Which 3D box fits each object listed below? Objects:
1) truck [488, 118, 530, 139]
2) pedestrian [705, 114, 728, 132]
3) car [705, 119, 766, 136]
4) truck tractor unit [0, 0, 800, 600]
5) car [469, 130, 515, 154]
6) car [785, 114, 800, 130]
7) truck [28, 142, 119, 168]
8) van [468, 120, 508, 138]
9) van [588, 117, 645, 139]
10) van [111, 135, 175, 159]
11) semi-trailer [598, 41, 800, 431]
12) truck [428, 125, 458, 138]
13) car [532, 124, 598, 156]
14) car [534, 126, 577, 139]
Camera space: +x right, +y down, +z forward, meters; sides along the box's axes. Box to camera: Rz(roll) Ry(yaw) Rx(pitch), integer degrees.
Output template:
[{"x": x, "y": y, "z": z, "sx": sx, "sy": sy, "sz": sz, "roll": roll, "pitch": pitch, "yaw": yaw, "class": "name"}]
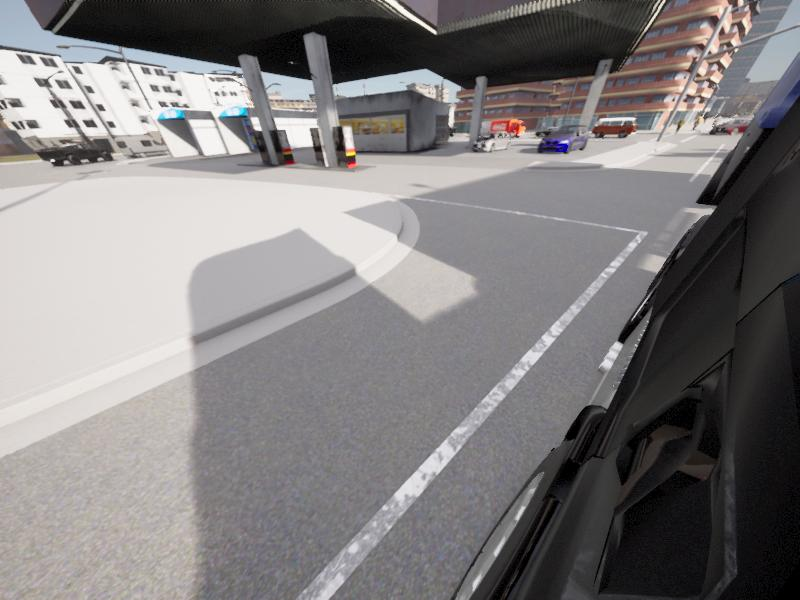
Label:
[{"x": 17.549, "y": -27.810, "z": 37.573, "sx": 2.627, "sy": 2.467, "sz": 5.204, "roll": -29, "pitch": 44, "yaw": -30, "class": "truck"}, {"x": 41.880, "y": -23.424, "z": 30.629, "sx": 0.751, "sy": 1.860, "sz": 0.751, "roll": 2, "pitch": 37, "yaw": 6, "class": "pedestrian"}, {"x": 38.241, "y": -19.754, "z": 26.416, "sx": 4.181, "sy": 1.385, "sz": 1.994, "roll": -9, "pitch": 37, "yaw": -9, "class": "car"}, {"x": 2.645, "y": -0.295, "z": 0.351, "sx": 6.516, "sy": 4.208, "sz": 3.053, "roll": -28, "pitch": 44, "yaw": -30, "class": "truck tractor unit"}, {"x": 8.358, "y": -14.387, "z": 20.988, "sx": 3.806, "sy": 1.475, "sz": 1.970, "roll": -28, "pitch": 44, "yaw": -30, "class": "car"}, {"x": 51.461, "y": -22.566, "z": 29.226, "sx": 4.792, "sy": 1.488, "sz": 2.163, "roll": -28, "pitch": 44, "yaw": -30, "class": "car"}, {"x": -38.702, "y": -17.559, "z": 27.807, "sx": 2.390, "sy": 2.098, "sz": 6.274, "roll": -5, "pitch": 37, "yaw": -3, "class": "truck"}, {"x": 16.231, "y": -31.865, "z": 43.104, "sx": 2.351, "sy": 2.431, "sz": 6.366, "roll": -29, "pitch": 44, "yaw": -30, "class": "van"}, {"x": 26.850, "y": -21.466, "z": 28.869, "sx": 2.069, "sy": 2.038, "sz": 4.480, "roll": -29, "pitch": 44, "yaw": -31, "class": "van"}, {"x": -37.802, "y": -22.761, "z": 34.324, "sx": 1.988, "sy": 2.561, "sz": 5.915, "roll": 5, "pitch": 37, "yaw": 10, "class": "van"}, {"x": 8.688, "y": -3.617, "z": 4.230, "sx": 14.254, "sy": 4.402, "sz": 2.717, "roll": -28, "pitch": 44, "yaw": -30, "class": "semi-trailer"}, {"x": 9.111, "y": -36.433, "z": 49.930, "sx": 2.390, "sy": 2.098, "sz": 6.274, "roll": -29, "pitch": 44, "yaw": -30, "class": "truck"}, {"x": 12.630, "y": -12.305, "z": 17.667, "sx": 4.611, "sy": 1.667, "sz": 2.242, "roll": -28, "pitch": 44, "yaw": -30, "class": "car"}, {"x": 22.359, "y": -24.182, "z": 33.402, "sx": 1.895, "sy": 1.301, "sz": 4.718, "roll": -29, "pitch": 44, "yaw": -31, "class": "car"}]
